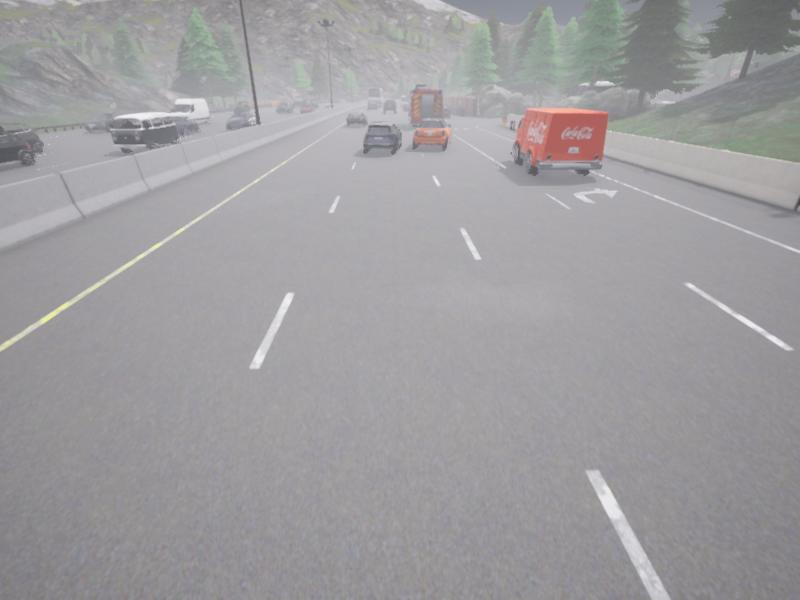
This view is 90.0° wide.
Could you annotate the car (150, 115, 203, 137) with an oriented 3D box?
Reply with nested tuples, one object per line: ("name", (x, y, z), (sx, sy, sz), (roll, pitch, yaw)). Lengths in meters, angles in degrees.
("car", (-18.305, -14.415, 33.011), (1.994, 1.385, 4.181), (-1, 27, -1))

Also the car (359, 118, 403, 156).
("car", (-1.002, -9.704, 23.628), (2.033, 1.649, 4.856), (2, 27, 4))

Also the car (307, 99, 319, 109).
("car", (-19.846, -44.941, 91.645), (1.905, 1.878, 3.866), (-1, 27, -1))

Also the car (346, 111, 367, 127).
("car", (-4.549, -19.203, 42.400), (1.895, 1.301, 4.718), (-1, 27, -1))

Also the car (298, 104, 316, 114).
("car", (-15.723, -32.434, 67.859), (2.007, 1.525, 4.514), (-1, 27, -1))

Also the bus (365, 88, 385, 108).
("bus", (-5.949, -49.594, 98.086), (3.944, 4.253, 10.273), (1, 27, 1))

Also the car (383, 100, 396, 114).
("car", (-1.783, -33.929, 70.146), (2.150, 2.045, 5.566), (-1, 27, -1))

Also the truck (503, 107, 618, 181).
("truck", (6.554, -6.927, 17.340), (2.627, 2.467, 5.204), (0, 27, -1))

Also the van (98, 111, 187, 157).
("van", (-14.546, -9.643, 23.033), (2.069, 2.038, 4.480), (-1, 27, -1))

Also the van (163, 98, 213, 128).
("van", (-22.054, -19.710, 41.996), (1.988, 2.561, 5.915), (-1, 27, -1))

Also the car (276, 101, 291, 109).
("car", (-26.857, -45.095, 92.395), (2.128, 1.511, 4.902), (-1, 27, -1))

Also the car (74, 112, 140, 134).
("car", (-25.359, -15.481, 34.912), (2.128, 1.511, 4.902), (-1, 27, -1))

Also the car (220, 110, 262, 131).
("car", (-14.934, -17.016, 37.886), (2.038, 1.542, 4.974), (-1, 27, -1))

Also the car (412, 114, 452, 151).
("car", (2.103, -10.704, 25.390), (2.097, 1.767, 4.553), (4, 28, 8))

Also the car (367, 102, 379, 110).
("car", (-5.624, -40.329, 83.160), (2.163, 1.488, 4.792), (-1, 27, -1))

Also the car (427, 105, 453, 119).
("car", (5.590, -26.664, 56.684), (2.163, 1.488, 4.792), (-7, 28, -13))

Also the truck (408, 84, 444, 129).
("truck", (2.481, -19.901, 41.010), (2.891, 3.827, 8.468), (-1, 27, -1))

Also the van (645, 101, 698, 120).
("van", (32.815, -22.950, 48.496), (4.480, 2.038, 2.069), (0, 27, -1))

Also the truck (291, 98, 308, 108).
("truck", (-23.379, -46.073, 93.577), (2.390, 2.098, 6.274), (-1, 27, -1))

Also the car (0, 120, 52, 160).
("car", (-21.495, -8.402, 21.018), (2.242, 1.667, 4.611), (-1, 27, -1))

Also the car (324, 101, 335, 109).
("car", (-16.371, -45.484, 93.061), (1.801, 1.575, 5.366), (-1, 27, -1))

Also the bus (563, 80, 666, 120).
("bus", (26.953, -25.446, 50.921), (10.273, 4.253, 3.944), (0, 27, -1))

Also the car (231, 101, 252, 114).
("car", (-26.191, -31.922, 66.391), (1.905, 1.878, 3.866), (-1, 27, -1))

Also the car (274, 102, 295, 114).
("car", (-19.193, -31.969, 66.586), (2.097, 1.767, 4.553), (-1, 27, -1))

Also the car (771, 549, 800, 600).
("car", (3.560, 2.476, 0.386), (1.895, 1.301, 4.718), (-1, 27, -1))

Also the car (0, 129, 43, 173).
("car", (-17.887, -6.303, 17.081), (1.789, 1.549, 3.705), (-1, 27, -1))
